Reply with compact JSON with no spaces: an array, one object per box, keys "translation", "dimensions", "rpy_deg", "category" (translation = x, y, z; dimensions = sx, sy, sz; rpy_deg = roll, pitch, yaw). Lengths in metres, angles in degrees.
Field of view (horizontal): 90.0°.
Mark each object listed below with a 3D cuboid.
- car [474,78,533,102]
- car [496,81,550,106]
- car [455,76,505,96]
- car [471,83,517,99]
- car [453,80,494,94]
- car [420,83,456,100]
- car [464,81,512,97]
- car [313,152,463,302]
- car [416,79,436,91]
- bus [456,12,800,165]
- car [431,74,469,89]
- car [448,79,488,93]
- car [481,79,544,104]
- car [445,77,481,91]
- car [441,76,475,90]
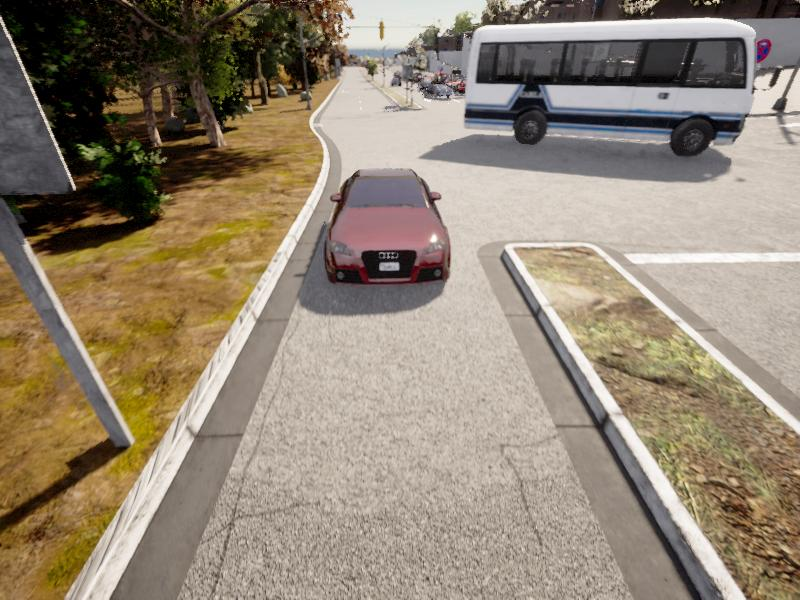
[{"translation":[11.042,-22.546,42.841],"dimensions":[5.566,2.045,2.435],"rpy_deg":[-13,33,-22],"category":"car"},{"translation":[11.500,-19.456,37.630],"dimensions":[4.442,1.987,1.878],"rpy_deg":[-13,33,-22],"category":"car"},{"translation":[10.113,-27.087,50.571],"dimensions":[5.566,2.045,2.435],"rpy_deg":[-13,33,-23],"category":"car"},{"translation":[10.704,-23.803,45.555],"dimensions":[4.674,1.452,2.002],"rpy_deg":[-13,33,-22],"category":"car"},{"translation":[9.794,-28.358,53.289],"dimensions":[4.792,1.488,2.163],"rpy_deg":[-13,33,-23],"category":"car"},{"translation":[4.283,-23.927,45.858],"dimensions":[2.033,1.411,5.357],"rpy_deg":[-10,32,-16],"category":"car"},{"translation":[10.566,-25.394,48.181],"dimensions":[5.366,1.575,1.946],"rpy_deg":[-13,33,-23],"category":"car"},{"translation":[-0.257,-1.648,7.462],"dimensions":[1.994,1.385,4.181],"rpy_deg":[-1,30,-2],"category":"car"},{"translation":[3.825,-32.081,59.663],"dimensions":[2.163,1.488,4.792],"rpy_deg":[-3,30,-4],"category":"car"},{"translation":[7.914,-8.513,15.932],"dimensions":[10.273,4.253,3.944],"rpy_deg":[14,36,22],"category":"bus"},{"translation":[8.211,-36.133,66.030],"dimensions":[5.566,2.045,2.435],"rpy_deg":[-13,33,-23],"category":"car"},{"translation":[9.462,-29.882,55.833],"dimensions":[4.892,1.521,2.231],"rpy_deg":[-13,33,-23],"category":"car"},{"translation":[11.293,-21.013,40.231],"dimensions":[5.566,2.045,2.435],"rpy_deg":[-13,33,-22],"category":"car"},{"translation":[9.169,-31.506,58.354],"dimensions":[4.553,1.767,2.185],"rpy_deg":[-13,33,-23],"category":"car"},{"translation":[8.792,-33.003,60.911],"dimensions":[4.553,1.767,2.185],"rpy_deg":[-13,33,-23],"category":"car"}]
